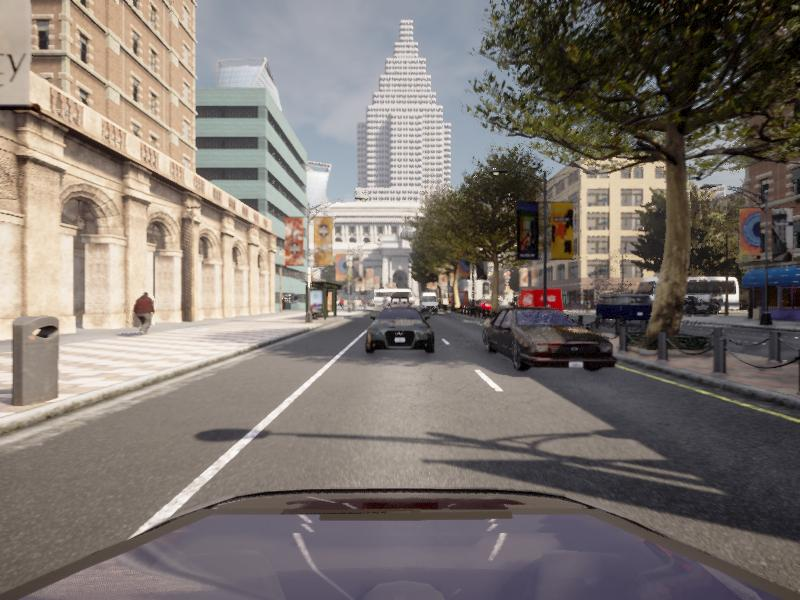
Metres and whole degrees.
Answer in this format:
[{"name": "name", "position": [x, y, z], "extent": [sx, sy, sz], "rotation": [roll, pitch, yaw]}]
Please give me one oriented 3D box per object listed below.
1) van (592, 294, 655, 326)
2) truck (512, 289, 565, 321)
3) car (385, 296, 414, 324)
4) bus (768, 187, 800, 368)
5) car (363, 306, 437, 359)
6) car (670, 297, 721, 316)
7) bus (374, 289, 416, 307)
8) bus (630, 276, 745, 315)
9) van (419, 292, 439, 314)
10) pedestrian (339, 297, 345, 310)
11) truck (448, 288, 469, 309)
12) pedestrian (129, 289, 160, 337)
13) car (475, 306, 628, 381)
[{"name": "van", "position": [14.994, 0.610, 27.155], "extent": [1.775, 1.987, 4.442], "rotation": [0, 0, 0]}, {"name": "truck", "position": [11.491, 0.371, 33.638], "extent": [2.627, 2.467, 5.204], "rotation": [0, 0, 0]}, {"name": "car", "position": [-0.005, 0.659, 28.337], "extent": [1.905, 1.878, 3.866], "rotation": [0, 0, 0]}, {"name": "bus", "position": [11.378, -0.532, 5.072], "extent": [3.944, 4.253, 10.273], "rotation": [0, 0, 0]}, {"name": "car", "position": [-0.002, 0.913, 12.992], "extent": [1.994, 1.385, 4.181], "rotation": [0, 0, 0]}, {"name": "car", "position": [30.803, 0.666, 41.784], "extent": [3.866, 1.878, 1.905], "rotation": [0, 0, -2]}, {"name": "bus", "position": [-1.270, -0.492, 100.749], "extent": [10.273, 4.253, 3.944], "rotation": [0, 0, 0]}, {"name": "bus", "position": [32.274, -0.513, 45.262], "extent": [10.273, 4.253, 3.944], "rotation": [0, 0, -1]}, {"name": "van", "position": [3.478, 0.345, 48.788], "extent": [1.988, 2.561, 5.915], "rotation": [0, 0, 0]}, {"name": "pedestrian", "position": [-8.858, 0.513, 61.177], "extent": [0.751, 1.860, 0.751], "rotation": [0, 0, 7]}, {"name": "truck", "position": [11.489, -0.288, 79.241], "extent": [2.891, 3.827, 8.468], "rotation": [0, 0, 0]}, {"name": "pedestrian", "position": [-10.189, 0.493, 15.971], "extent": [0.751, 1.860, 0.751], "rotation": [0, 0, -4]}, {"name": "car", "position": [3.496, 0.900, 10.601], "extent": [2.033, 1.411, 5.357], "rotation": [0, 0, 0]}]
